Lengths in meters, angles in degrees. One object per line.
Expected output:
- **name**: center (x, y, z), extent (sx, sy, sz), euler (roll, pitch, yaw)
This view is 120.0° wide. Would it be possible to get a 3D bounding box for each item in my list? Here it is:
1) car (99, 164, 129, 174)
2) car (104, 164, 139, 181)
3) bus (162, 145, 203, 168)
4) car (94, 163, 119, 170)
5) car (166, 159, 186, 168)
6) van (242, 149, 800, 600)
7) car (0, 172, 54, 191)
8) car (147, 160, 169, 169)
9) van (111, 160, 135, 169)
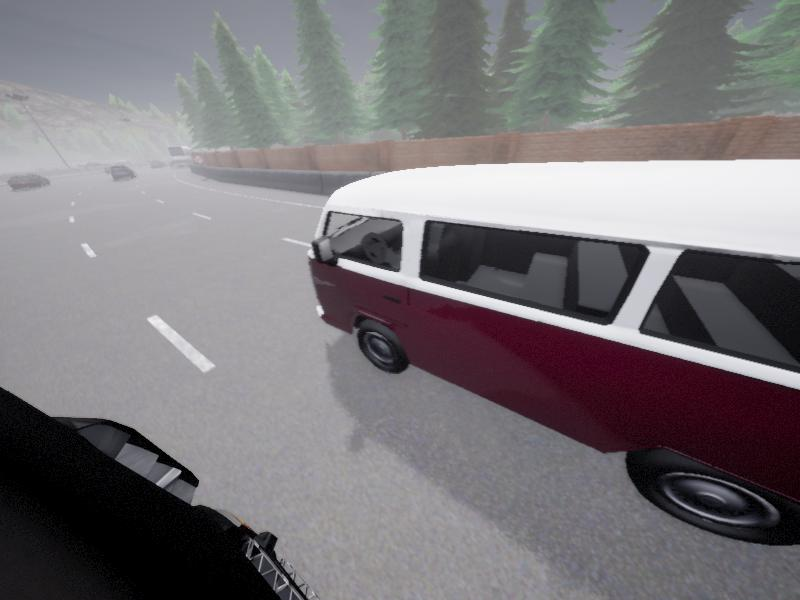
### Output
- **car**: center (-58.657, -26.998, 47.491), extent (2.033, 1.411, 5.357), euler (-18, 37, -22)
- **car**: center (-37.560, -17.398, 31.328), extent (2.033, 1.649, 4.856), euler (-26, 40, -30)
- **bus**: center (-53.668, -35.634, 57.498), extent (3.944, 4.253, 10.273), euler (-17, 35, -20)
- **car**: center (-82.877, -37.847, 65.418), extent (2.038, 1.542, 4.974), euler (-13, 35, -14)
- **car**: center (-58.400, -35.719, 60.336), extent (2.152, 1.651, 5.027), euler (-16, 37, -18)
- **van**: center (1.180, -0.103, 2.163), extent (4.480, 2.038, 2.069), euler (18, 40, 28)
- **car**: center (-40.509, -13.030, 25.219), extent (1.994, 1.385, 4.181), euler (-27, 41, -32)
- **car**: center (-61.225, -34.433, 58.624), extent (2.033, 1.649, 4.856), euler (-16, 35, -18)
- **van**: center (-79.763, -39.094, 66.595), extent (2.069, 2.038, 4.480), euler (-13, 36, -14)
